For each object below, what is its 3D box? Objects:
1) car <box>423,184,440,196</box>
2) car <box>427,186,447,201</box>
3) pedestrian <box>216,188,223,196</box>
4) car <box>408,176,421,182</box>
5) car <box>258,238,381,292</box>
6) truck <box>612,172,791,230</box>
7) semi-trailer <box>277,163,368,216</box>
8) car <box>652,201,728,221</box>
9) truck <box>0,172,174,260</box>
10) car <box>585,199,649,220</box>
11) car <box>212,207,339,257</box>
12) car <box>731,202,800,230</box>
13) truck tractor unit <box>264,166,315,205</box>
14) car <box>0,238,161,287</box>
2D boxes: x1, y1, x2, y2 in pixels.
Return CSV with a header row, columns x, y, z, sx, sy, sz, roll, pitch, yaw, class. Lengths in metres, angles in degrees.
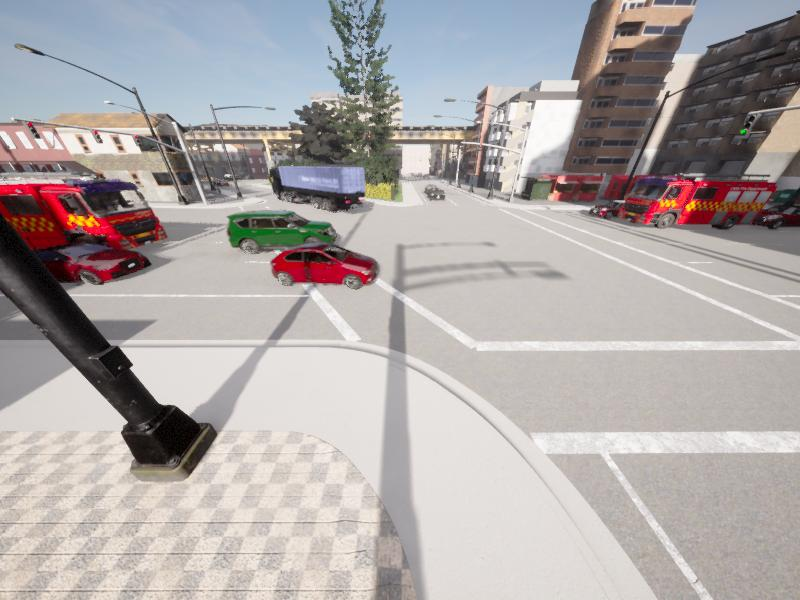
x,y,z,sx,sy,sz,roll,pitch,yaw,class
5.369,-19.041,39.809,2.163,1.488,4.792,0,30,0,car
5.324,-15.635,33.769,2.152,1.651,5.027,0,30,1,car
-28.509,-17.153,36.533,0.500,1.100,0.500,26,39,37,pedestrian
4.449,-37.300,71.310,3.988,1.617,1.851,0,30,0,car
-3.025,-1.502,9.437,4.193,1.474,1.816,3,30,5,car
23.136,-7.864,18.354,8.468,3.827,2.891,0,30,-1,truck
-9.292,-12.916,26.235,14.254,4.402,2.717,26,39,38,semi-trailer
27.438,-8.486,21.979,4.181,1.385,1.994,1,30,0,car
-18.233,-4.473,12.104,8.468,3.827,2.891,0,30,0,truck
20.444,-8.612,21.937,3.806,1.475,1.970,0,30,0,car
-6.560,-3.891,12.999,5.566,2.045,2.150,-3,31,-5,car
31.272,-6.902,18.910,4.553,1.767,2.097,1,30,-1,car
-14.912,-15.609,31.119,6.516,4.208,3.053,26,39,37,truck tractor unit
-13.383,-1.634,9.691,4.181,1.385,1.994,0,30,0,car
